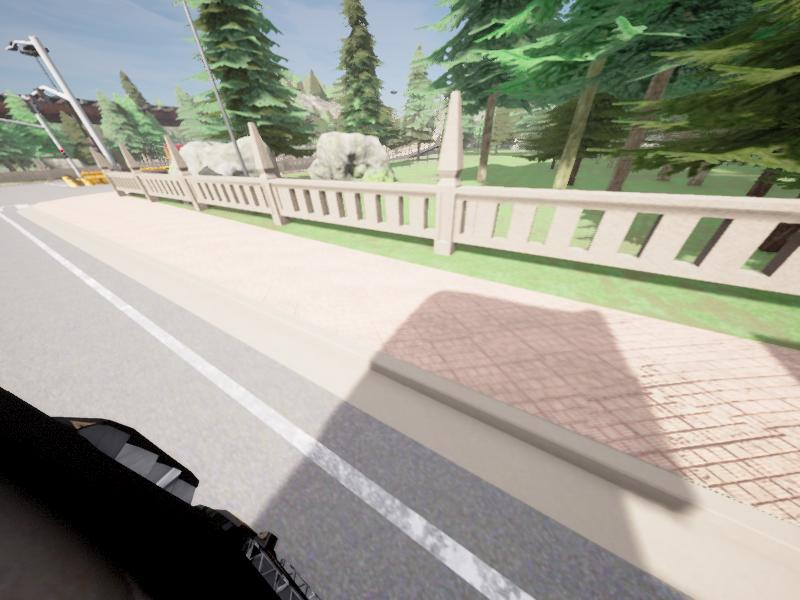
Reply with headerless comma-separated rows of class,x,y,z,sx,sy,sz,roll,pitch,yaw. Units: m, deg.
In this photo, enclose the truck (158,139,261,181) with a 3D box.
truck,-22.505,-17.211,28.150,2.891,3.827,8.468,16,38,26
